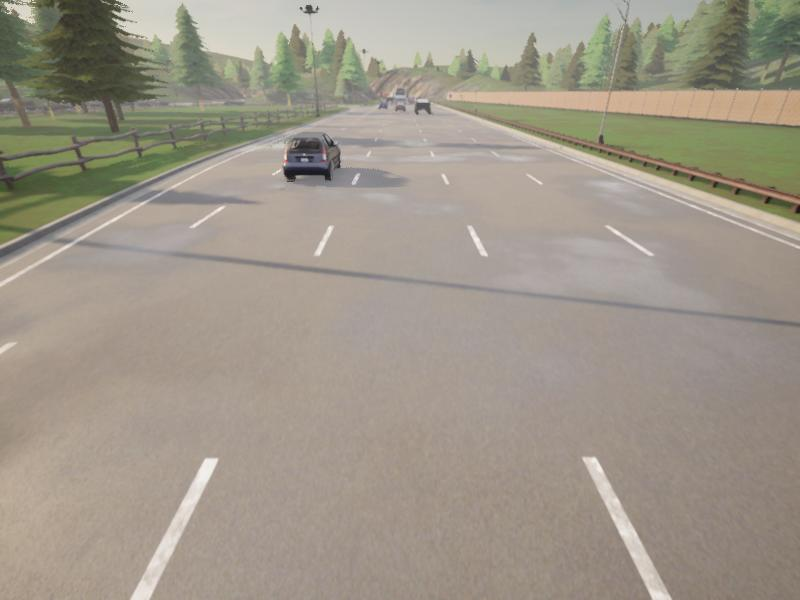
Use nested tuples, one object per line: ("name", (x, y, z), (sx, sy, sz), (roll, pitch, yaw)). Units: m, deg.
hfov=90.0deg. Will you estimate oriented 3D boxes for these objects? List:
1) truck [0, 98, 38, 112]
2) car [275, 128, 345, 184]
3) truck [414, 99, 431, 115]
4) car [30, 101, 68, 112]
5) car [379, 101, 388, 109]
("truck", (-67.872, -34.362, 70.372), (2.390, 2.098, 6.274), (0, 27, 0))
("car", (-3.476, -5.948, 16.265), (1.851, 1.617, 3.988), (0, 27, 0))
("truck", (3.570, -30.878, 63.778), (2.390, 2.098, 6.274), (0, 27, 0))
("car", (-60.876, -33.678, 69.569), (1.930, 1.638, 5.238), (0, 27, 0))
("car", (-3.413, -40.367, 82.723), (1.816, 1.474, 4.193), (0, 27, 0))
